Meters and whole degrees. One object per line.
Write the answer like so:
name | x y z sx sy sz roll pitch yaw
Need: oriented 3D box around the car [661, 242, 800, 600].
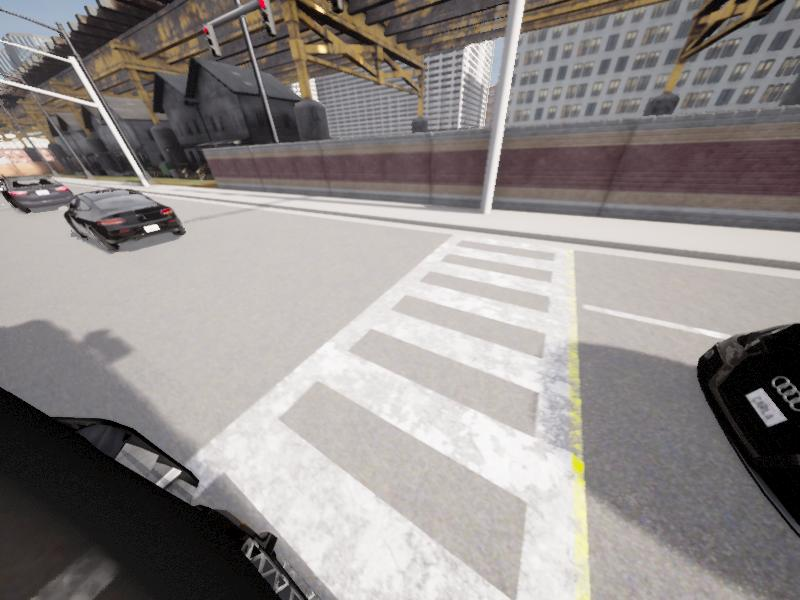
car | 4.340 1.108 0.699 4.181 1.385 1.994 16 38 26

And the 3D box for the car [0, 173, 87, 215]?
car | -21.048 -6.274 13.378 4.611 1.667 2.242 16 38 26

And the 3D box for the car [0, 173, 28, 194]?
car | -38.855 -11.299 22.377 4.902 1.511 2.128 16 38 26

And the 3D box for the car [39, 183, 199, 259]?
car | -8.898 -2.706 7.331 4.674 1.442 1.812 16 38 26
